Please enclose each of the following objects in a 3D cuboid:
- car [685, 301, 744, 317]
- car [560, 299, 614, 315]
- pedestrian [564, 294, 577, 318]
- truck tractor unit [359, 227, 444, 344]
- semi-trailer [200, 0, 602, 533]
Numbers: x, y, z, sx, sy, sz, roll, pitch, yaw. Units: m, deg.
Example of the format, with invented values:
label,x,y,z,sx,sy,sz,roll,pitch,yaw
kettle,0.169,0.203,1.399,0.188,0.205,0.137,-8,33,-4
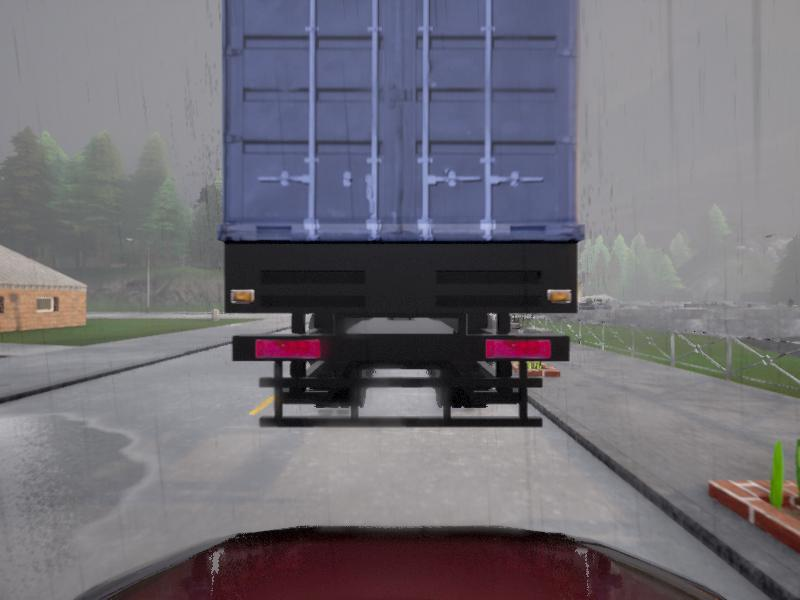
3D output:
label,x,y,z,sx,sy,sz,roll,pitch,yaw
car,29.685,0.805,37.873,4.193,1.474,1.816,0,0,0
car,19.545,0.702,41.902,4.611,1.667,2.242,0,0,0
pedestrian,13.873,0.483,32.545,0.751,1.860,0.751,0,0,0
truck tractor unit,0.048,-0.545,17.747,3.053,4.208,6.516,0,0,0
semi-trailer,0.026,-0.630,9.834,2.717,4.402,14.254,0,0,0
